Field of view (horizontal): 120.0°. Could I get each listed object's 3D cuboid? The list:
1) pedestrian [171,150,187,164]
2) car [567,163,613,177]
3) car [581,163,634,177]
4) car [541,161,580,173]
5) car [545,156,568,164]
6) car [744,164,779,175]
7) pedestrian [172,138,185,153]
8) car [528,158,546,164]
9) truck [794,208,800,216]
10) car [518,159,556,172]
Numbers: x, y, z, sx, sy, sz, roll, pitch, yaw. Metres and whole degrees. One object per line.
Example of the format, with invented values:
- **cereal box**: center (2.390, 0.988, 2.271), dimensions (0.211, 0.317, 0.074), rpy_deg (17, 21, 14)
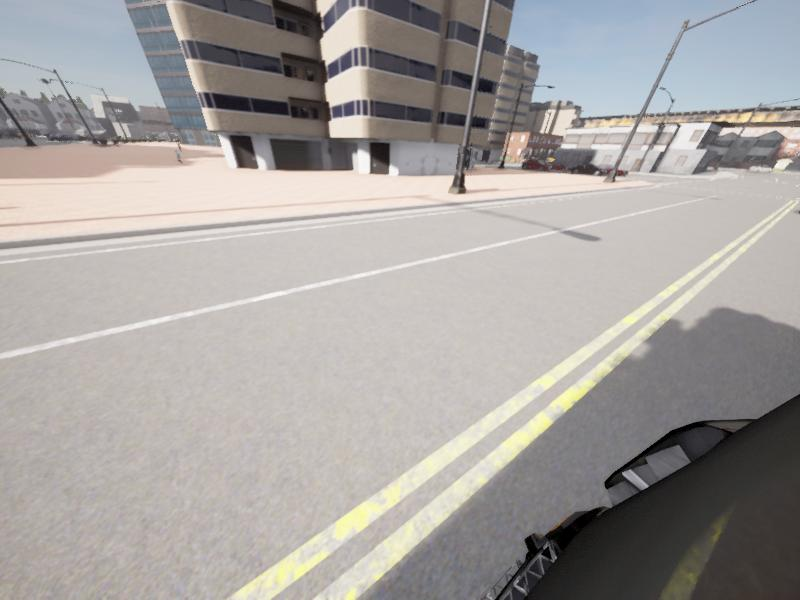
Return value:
- **pedestrian**: center (-20.324, -13.170, 21.273), dimensions (0.500, 1.100, 0.500), rpy_deg (8, 34, 8)
- **car**: center (27.257, -18.851, 33.340), dimensions (1.812, 1.442, 4.674), rpy_deg (-18, 38, -28)
- **car**: center (30.694, -19.334, 34.354), dimensions (2.033, 1.411, 5.357), rpy_deg (-18, 38, -28)
- **car**: center (27.021, -22.597, 39.084), dimensions (2.163, 1.488, 4.792), rpy_deg (-18, 38, -28)
- **car**: center (45.757, -40.957, 67.622), dimensions (2.152, 1.636, 5.027), rpy_deg (-18, 39, -28)
- **car**: center (74.124, -26.867, 47.435), dimensions (1.812, 1.442, 4.674), rpy_deg (19, 38, 22)
- **pedestrian**: center (-32.668, -22.798, 34.126), dimensions (0.751, 1.860, 0.751), rpy_deg (-22, 41, -33)
- **car**: center (38.347, -38.997, 64.775), dimensions (1.970, 1.475, 3.806), rpy_deg (-18, 37, -28)
- **truck**: center (24.213, -5.623, 12.044), dimensions (5.204, 2.467, 2.627), rpy_deg (-17, 38, -27)
- **car**: center (22.965, -22.687, 38.847), dimensions (2.033, 1.649, 4.856), rpy_deg (-18, 38, -28)
